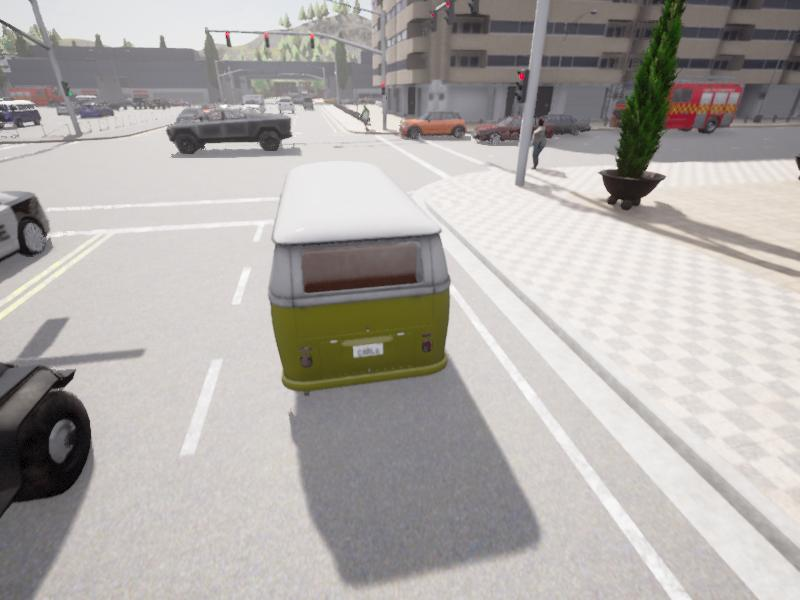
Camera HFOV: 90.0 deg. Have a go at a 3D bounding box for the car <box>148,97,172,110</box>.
[{"bbox_3d":[-40.585,-33.357,67.727,1.932,1.855,4.605,-6,28,-10],"label":"car"}]

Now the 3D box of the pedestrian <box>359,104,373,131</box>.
[{"bbox_3d":[-2.630,-14.140,30.996,0.751,1.860,0.751,-17,32,-29],"label":"pedestrian"}]

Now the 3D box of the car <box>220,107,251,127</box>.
[{"bbox_3d":[-15.590,-17.459,38.142,1.970,1.475,3.806,-6,28,-10],"label":"car"}]

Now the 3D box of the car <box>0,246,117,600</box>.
[{"bbox_3d":[-3.401,1.371,1.770,1.905,1.878,3.866,-6,28,-10],"label":"car"}]

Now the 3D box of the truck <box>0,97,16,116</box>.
[{"bbox_3d":[-51.040,-24.161,49.996,2.069,2.038,4.478,-6,28,-10],"label":"truck"}]

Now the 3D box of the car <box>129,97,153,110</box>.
[{"bbox_3d":[-43.430,-33.106,67.258,1.905,1.878,3.866,-6,28,-10],"label":"car"}]

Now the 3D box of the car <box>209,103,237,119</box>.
[{"bbox_3d":[-21.877,-23.443,49.559,2.163,1.488,4.792,-6,28,-10],"label":"car"}]

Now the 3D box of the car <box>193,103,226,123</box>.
[{"bbox_3d":[-20.304,-20.108,42.859,2.097,1.767,4.553,-6,28,-10],"label":"car"}]

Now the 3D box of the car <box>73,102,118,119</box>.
[{"bbox_3d":[-35.734,-22.366,47.125,2.242,1.667,4.611,-6,28,-10],"label":"car"}]

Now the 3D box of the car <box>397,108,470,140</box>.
[{"bbox_3d":[2.219,-12.056,27.358,4.553,1.767,2.097,-4,28,-7],"label":"car"}]

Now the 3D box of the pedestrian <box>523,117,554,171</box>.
[{"bbox_3d":[5.255,-5.952,15.259,0.751,1.860,0.751,4,28,7],"label":"pedestrian"}]

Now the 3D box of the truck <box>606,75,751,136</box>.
[{"bbox_3d":[20.623,-14.599,29.997,8.468,3.827,2.891,-5,28,-10],"label":"truck"}]

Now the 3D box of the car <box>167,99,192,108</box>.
[{"bbox_3d":[-44.152,-39.450,80.210,3.806,1.475,1.970,-5,28,-10],"label":"car"}]

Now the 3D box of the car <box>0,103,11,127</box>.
[{"bbox_3d":[-35.495,-15.372,33.420,1.932,1.855,4.605,-6,28,-10],"label":"car"}]

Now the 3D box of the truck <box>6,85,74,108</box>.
[{"bbox_3d":[-68.074,-38.504,75.806,8.468,3.827,2.891,-5,28,-9],"label":"truck"}]

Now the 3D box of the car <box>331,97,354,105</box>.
[{"bbox_3d":[-13.312,-45.904,92.267,4.974,1.542,2.038,-6,28,-11],"label":"car"}]

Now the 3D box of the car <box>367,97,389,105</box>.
[{"bbox_3d":[-5.254,-46.716,93.746,4.856,1.649,2.033,-6,28,-10],"label":"car"}]

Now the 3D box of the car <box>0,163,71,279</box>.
[{"bbox_3d":[-8.029,-0.897,6.370,1.930,1.638,5.238,-5,28,-9],"label":"car"}]

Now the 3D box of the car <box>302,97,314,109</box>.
[{"bbox_3d":[-16.769,-36.034,73.146,1.905,1.878,3.866,-6,28,-10],"label":"car"}]

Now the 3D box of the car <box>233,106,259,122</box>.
[{"bbox_3d":[-17.070,-20.678,44.399,1.994,1.385,4.181,-6,28,-10],"label":"car"}]

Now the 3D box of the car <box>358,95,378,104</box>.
[{"bbox_3d":[-7.647,-48.246,96.420,4.605,1.855,1.932,-6,28,-10],"label":"car"}]

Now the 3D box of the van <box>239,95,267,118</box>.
[{"bbox_3d":[-18.874,-25.125,51.745,2.351,2.431,6.366,-6,28,-10],"label":"van"}]

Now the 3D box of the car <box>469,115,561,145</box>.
[{"bbox_3d":[7.058,-10.603,24.855,5.008,1.535,1.882,-6,28,-11],"label":"car"}]

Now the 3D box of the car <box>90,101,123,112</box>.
[{"bbox_3d":[-44.787,-29.715,61.293,2.033,1.415,5.357,-6,28,-10],"label":"car"}]

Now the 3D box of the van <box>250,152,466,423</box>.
[{"bbox_3d":[-0.757,-0.728,5.668,1.775,1.987,4.442,-6,28,-11],"label":"van"}]

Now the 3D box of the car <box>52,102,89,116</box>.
[{"bbox_3d":[-42.546,-24.697,51.734,1.970,1.475,3.806,-6,28,-10],"label":"car"}]

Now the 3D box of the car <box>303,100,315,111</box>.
[{"bbox_3d":[-15.344,-32.754,67.214,1.845,1.501,3.633,-6,28,-10],"label":"car"}]

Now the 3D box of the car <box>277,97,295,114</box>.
[{"bbox_3d":[-16.654,-28.452,58.496,2.150,2.045,5.566,-6,28,-11],"label":"car"}]

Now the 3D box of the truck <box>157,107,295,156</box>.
[{"bbox_3d":[-9.003,-9.147,21.548,6.274,2.098,2.390,-6,28,-11],"label":"truck"}]

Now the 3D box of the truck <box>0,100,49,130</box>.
[{"bbox_3d":[-32.674,-15.761,33.955,2.069,2.038,4.478,-6,28,-10],"label":"truck"}]

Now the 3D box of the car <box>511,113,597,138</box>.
[{"bbox_3d":[11.002,-12.602,28.817,5.357,1.411,2.033,-6,28,-11],"label":"car"}]

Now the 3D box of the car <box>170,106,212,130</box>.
[{"bbox_3d":[-18.693,-16.476,36.113,2.033,1.649,4.856,-6,28,-10],"label":"car"}]
